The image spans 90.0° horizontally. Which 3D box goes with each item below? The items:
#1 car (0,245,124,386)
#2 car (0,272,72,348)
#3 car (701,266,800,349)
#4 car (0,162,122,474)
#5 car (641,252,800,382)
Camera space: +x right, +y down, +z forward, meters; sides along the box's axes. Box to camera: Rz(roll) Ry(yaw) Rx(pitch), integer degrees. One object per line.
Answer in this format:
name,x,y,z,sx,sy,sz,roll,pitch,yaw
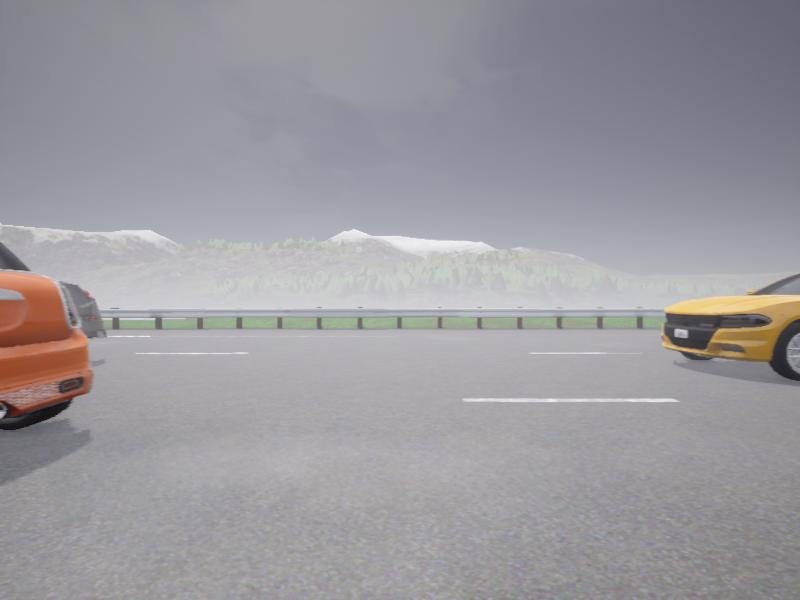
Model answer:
car,-7.192,0.186,5.719,5.027,1.651,2.152,0,0,0
car,-10.989,0.211,9.232,5.366,1.575,1.801,0,0,0
car,10.048,0.150,9.172,4.611,1.667,2.242,0,0,0
car,-4.544,0.099,2.213,4.553,1.767,2.097,0,0,0
car,6.504,0.218,5.680,5.008,1.535,1.882,0,0,0
